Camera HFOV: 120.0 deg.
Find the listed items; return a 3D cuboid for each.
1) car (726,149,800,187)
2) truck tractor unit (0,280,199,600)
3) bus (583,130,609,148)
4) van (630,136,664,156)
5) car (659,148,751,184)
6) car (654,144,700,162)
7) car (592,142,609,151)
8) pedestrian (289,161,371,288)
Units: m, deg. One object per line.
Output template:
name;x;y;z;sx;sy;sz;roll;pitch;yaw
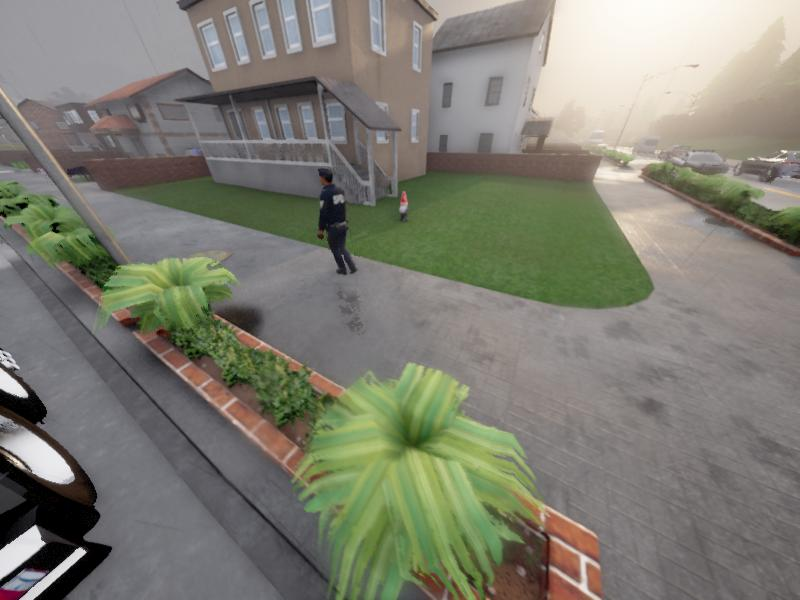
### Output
car;23.782;-8.320;14.364;2.152;1.651;5.027;18;39;24
truck tractor unit;-5.137;-0.273;0.743;6.516;4.208;3.053;17;38;23
bus;58.739;-48.472;69.538;3.944;4.253;10.273;18;39;24
van;41.212;-25.961;38.801;1.988;2.561;5.915;18;39;25
car;20.064;-9.179;15.612;1.930;1.638;5.238;18;39;25
car;33.447;-17.929;28.106;2.033;1.649;4.856;18;39;25
car;48.221;-36.965;55.626;2.152;1.651;5.027;18;39;24
pedestrian;-1.097;-1.275;3.994;0.751;1.860;0.751;19;39;26
